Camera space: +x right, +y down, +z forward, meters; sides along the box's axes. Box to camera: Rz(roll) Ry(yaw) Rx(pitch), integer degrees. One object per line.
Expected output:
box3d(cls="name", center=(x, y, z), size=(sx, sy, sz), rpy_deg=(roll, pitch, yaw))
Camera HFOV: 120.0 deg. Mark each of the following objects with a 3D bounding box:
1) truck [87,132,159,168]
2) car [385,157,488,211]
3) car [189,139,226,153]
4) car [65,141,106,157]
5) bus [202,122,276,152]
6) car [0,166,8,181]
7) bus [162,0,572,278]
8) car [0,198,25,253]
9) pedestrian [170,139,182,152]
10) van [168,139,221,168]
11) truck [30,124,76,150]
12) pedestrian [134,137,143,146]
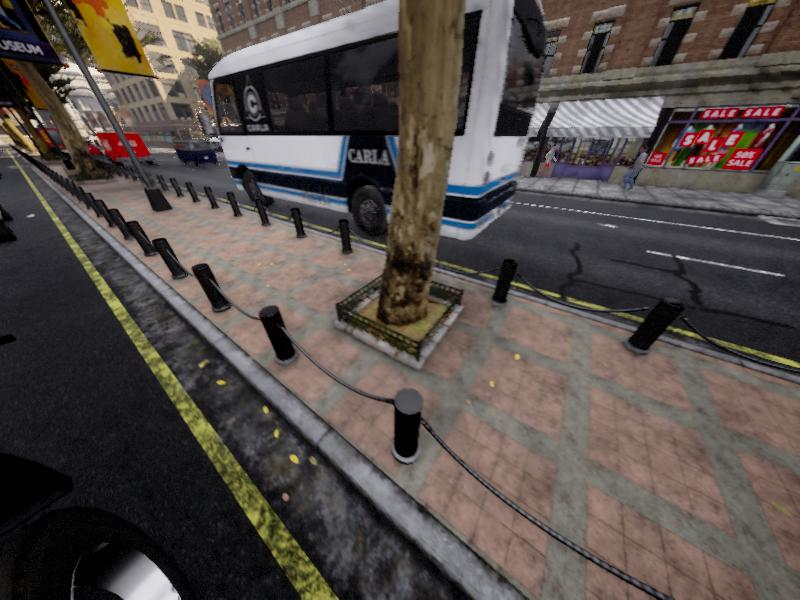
box3d(cls="truck", center=(-25.285, -13.795, 21.135), size=(5.204, 2.467, 2.627), rpy_deg=(22, 41, 28))
box3d(cls="car", center=(1.388, -4.953, 9.619), size=(3.633, 1.501, 1.845), rpy_deg=(22, 41, 28))
box3d(cls="car", center=(-31.632, -25.492, 38.178), size=(1.905, 1.878, 3.866), rpy_deg=(14, 37, 18))
box3d(cls="car", center=(-42.655, -20.585, 31.323), size=(4.611, 1.667, 2.242), rpy_deg=(22, 41, 28))
box3d(cls="bus", center=(-30.390, -31.377, 44.490), size=(3.944, 4.253, 10.273), rpy_deg=(22, 40, 27))
box3d(cls="car", center=(-26.561, -8.241, 14.180), size=(5.357, 1.411, 2.033), rpy_deg=(22, 41, 28))
box3d(cls="bus", center=(-1.807, -4.824, 7.049), size=(10.273, 4.253, 3.944), rpy_deg=(22, 41, 28))
box3d(cls="car", center=(-11.814, -2.259, 5.686), size=(4.974, 1.542, 2.038), rpy_deg=(23, 41, 28))
box3d(cls="pedestrian", center=(-38.555, -26.693, 39.813), size=(0.751, 1.860, 0.751), rpy_deg=(-25, 42, -31))
box3d(cls="van", center=(-18.624, -13.336, 20.958), size=(4.442, 1.987, 1.775), rpy_deg=(22, 41, 28))
box3d(cls="truck", center=(-67.841, -31.791, 45.150), size=(8.468, 3.827, 2.891), rpy_deg=(22, 41, 28))
box3d(cls="pedestrian", center=(-64.574, -39.173, 57.045), size=(0.751, 1.860, 0.751), rpy_deg=(24, 42, 30))
